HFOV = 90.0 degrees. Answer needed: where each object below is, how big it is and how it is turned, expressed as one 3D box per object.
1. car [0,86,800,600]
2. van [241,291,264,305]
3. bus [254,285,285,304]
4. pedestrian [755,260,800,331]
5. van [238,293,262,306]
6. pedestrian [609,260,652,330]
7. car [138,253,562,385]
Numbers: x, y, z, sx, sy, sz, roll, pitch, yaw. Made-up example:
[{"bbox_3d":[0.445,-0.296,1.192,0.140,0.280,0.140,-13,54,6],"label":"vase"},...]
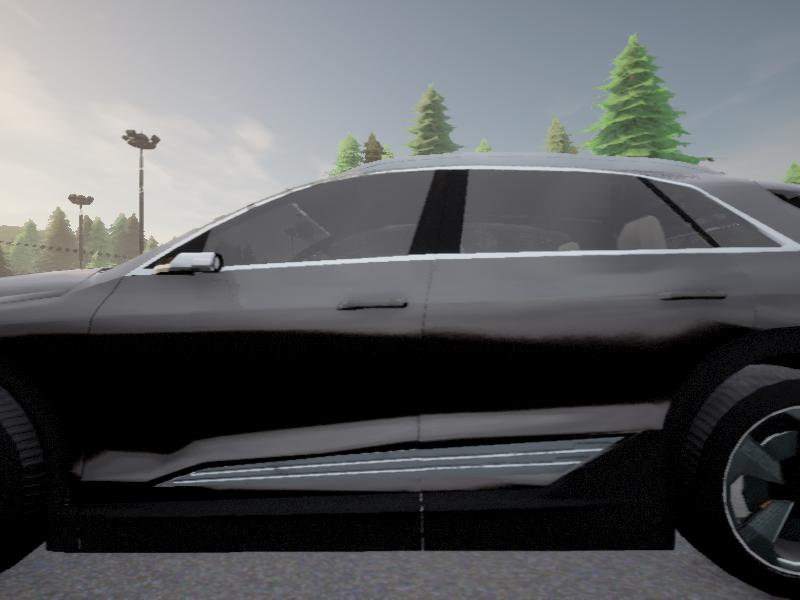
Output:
[{"bbox_3d":[-0.061,0.178,2.231,4.856,1.649,2.033,0,0,0],"label":"car"},{"bbox_3d":[-27.410,-0.303,74.533,1.988,2.561,5.915,0,0,1],"label":"van"},{"bbox_3d":[-30.662,-1.142,94.724,3.944,4.253,10.273,0,0,1],"label":"bus"},{"bbox_3d":[10.343,-0.127,10.863,0.751,1.860,0.751,0,0,1],"label":"pedestrian"},{"bbox_3d":[-24.103,-0.030,64.321,2.069,2.038,4.480,0,0,1],"label":"van"},{"bbox_3d":[6.285,-0.127,10.935,0.751,1.860,0.751,0,0,1],"label":"pedestrian"},{"bbox_3d":[-0.586,0.226,5.703,4.974,1.542,2.038,0,0,0],"label":"car"}]
